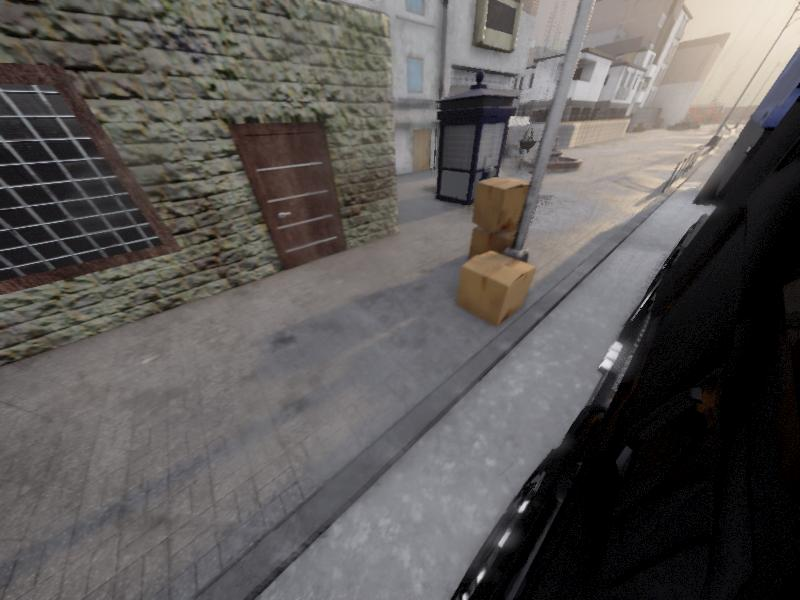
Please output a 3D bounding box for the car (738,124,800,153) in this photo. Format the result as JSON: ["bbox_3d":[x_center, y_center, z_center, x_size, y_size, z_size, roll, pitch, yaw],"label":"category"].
[{"bbox_3d":[25.663,-11.255,15.999,4.181,1.385,1.994,-28,44,-30],"label":"car"}]

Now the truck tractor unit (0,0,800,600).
[{"bbox_3d":[2.645,-0.295,0.351,6.516,4.208,3.053,-28,44,-30],"label":"truck tractor unit"}]

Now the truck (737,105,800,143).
[{"bbox_3d":[33.418,-15.808,20.686,5.204,2.467,2.627,-28,44,-29],"label":"truck"}]

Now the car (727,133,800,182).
[{"bbox_3d":[16.213,-6.241,9.929,4.718,1.301,1.895,-28,44,-30],"label":"car"}]

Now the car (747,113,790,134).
[{"bbox_3d":[43.251,-20.761,27.205,3.866,1.878,1.905,-28,44,-30],"label":"car"}]

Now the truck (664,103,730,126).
[{"bbox_3d":[69.222,-43.296,54.133,2.891,3.827,8.468,-28,44,-30],"label":"truck"}]

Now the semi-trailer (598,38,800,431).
[{"bbox_3d":[8.669,-3.617,4.267,14.254,4.402,2.717,-28,44,-30],"label":"semi-trailer"}]

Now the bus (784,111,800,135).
[{"bbox_3d":[46.183,-20.255,24.377,10.273,4.253,3.944,-27,43,-30],"label":"bus"}]
